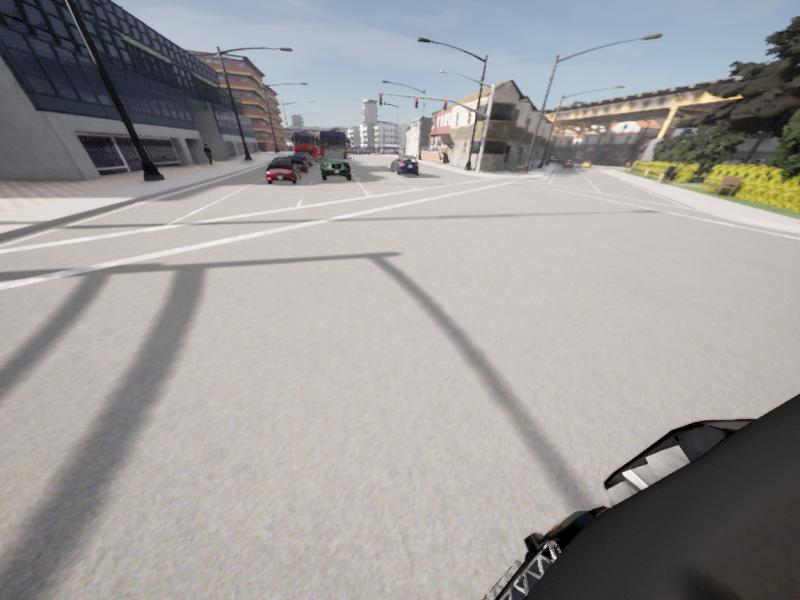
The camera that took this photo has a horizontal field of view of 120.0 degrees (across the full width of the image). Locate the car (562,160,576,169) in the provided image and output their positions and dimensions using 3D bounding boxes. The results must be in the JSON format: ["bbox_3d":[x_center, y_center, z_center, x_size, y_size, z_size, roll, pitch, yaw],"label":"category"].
[{"bbox_3d":[37.045,-29.707,50.643,1.970,1.475,3.806,20,37,26],"label":"car"}]

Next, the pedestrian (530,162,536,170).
[{"bbox_3d":[22.093,-22.352,38.429,0.500,1.100,0.500,21,38,27],"label":"pedestrian"}]

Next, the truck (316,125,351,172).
[{"bbox_3d":[-7.614,-17.457,26.680,2.891,3.827,8.468,-6,35,-12],"label":"truck"}]

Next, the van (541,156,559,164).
[{"bbox_3d":[48.523,-45.249,74.776,2.069,2.038,4.480,-6,34,-12],"label":"van"}]

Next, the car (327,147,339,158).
[{"bbox_3d":[-12.759,-28.204,44.165,1.970,1.475,3.806,-6,35,-12],"label":"car"}]

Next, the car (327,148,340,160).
[{"bbox_3d":[-11.291,-24.753,39.220,1.816,1.474,4.193,-6,36,-12],"label":"car"}]

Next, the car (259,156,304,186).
[{"bbox_3d":[-8.027,-9.061,16.087,1.816,1.474,4.193,-6,34,-12],"label":"car"}]

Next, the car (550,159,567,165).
[{"bbox_3d":[51.884,-45.442,75.774,1.816,1.474,4.193,-6,34,-12],"label":"car"}]

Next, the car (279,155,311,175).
[{"bbox_3d":[-9.736,-12.823,21.830,1.994,1.385,4.181,-6,34,-11],"label":"car"}]

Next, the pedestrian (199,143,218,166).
[{"bbox_3d":[-18.978,-14.462,22.955,0.751,1.860,0.751,-13,36,-21],"label":"pedestrian"}]

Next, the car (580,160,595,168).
[{"bbox_3d":[45.997,-33.317,56.636,1.801,1.575,5.366,26,40,32],"label":"car"}]

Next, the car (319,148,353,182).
[{"bbox_3d":[-5.209,-11.087,18.827,2.150,2.045,5.566,-6,34,-13],"label":"car"}]

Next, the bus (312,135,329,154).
[{"bbox_3d":[-24.123,-47.176,70.443,3.944,4.253,10.273,-6,33,-12],"label":"bus"}]

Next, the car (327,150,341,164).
[{"bbox_3d":[-9.785,-21.271,34.286,1.812,1.442,4.674,-6,35,-12],"label":"car"}]

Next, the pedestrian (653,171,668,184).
[{"bbox_3d":[25.812,-12.111,22.867,0.500,1.100,0.500,22,38,28],"label":"pedestrian"}]

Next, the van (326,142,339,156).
[{"bbox_3d":[-14.486,-32.609,49.782,2.351,2.431,6.366,-6,34,-12],"label":"van"}]

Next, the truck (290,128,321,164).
[{"bbox_3d":[-13.470,-22.577,33.834,2.891,3.827,8.468,-6,35,-12],"label":"truck"}]

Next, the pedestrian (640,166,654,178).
[{"bbox_3d":[32.757,-16.989,30.617,0.751,1.300,0.751,24,39,29],"label":"pedestrian"}]

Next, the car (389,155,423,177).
[{"bbox_3d":[0.480,-13.951,23.880,2.242,1.667,4.611,-6,34,-12],"label":"car"}]

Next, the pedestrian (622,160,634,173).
[{"bbox_3d":[39.596,-23.229,40.127,0.751,1.860,0.751,19,37,24],"label":"pedestrian"}]

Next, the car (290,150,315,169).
[{"bbox_3d":[-11.385,-16.680,27.337,2.038,1.542,4.974,-6,35,-13],"label":"car"}]
